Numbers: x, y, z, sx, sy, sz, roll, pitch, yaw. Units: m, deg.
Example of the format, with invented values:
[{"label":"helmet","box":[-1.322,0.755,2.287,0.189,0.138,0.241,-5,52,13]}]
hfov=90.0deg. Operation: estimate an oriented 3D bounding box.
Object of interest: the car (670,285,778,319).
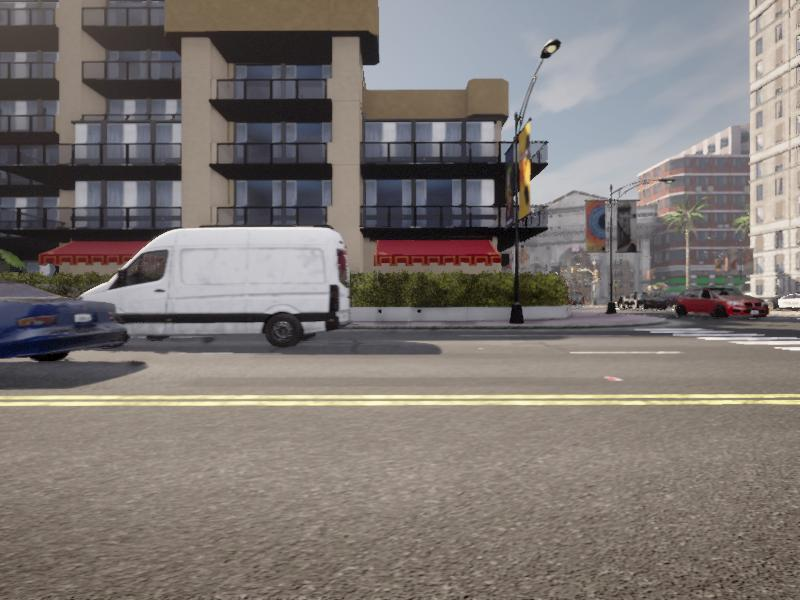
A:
[{"label":"car","box":[17.450,0.117,21.938,2.242,1.667,4.611,0,0,1]}]

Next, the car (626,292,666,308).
[{"label":"car","box":[29.087,-0.013,47.536,1.932,1.855,4.605,0,1,1]}]

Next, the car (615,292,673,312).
[{"label":"car","box":[21.013,0.122,34.747,1.930,1.638,5.238,0,0,0]}]

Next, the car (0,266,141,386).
[{"label":"car","box":[-7.042,0.315,5.731,5.357,1.411,2.033,0,0,0]}]

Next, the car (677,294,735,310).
[{"label":"car","box":[29.037,0.175,38.192,1.837,1.490,4.892,0,0,0]}]

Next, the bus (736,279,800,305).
[{"label":"bus","box":[62.944,-1.293,66.707,10.273,4.253,3.944,0,0,1]}]

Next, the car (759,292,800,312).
[{"label":"car","box":[32.499,0.148,32.638,2.038,1.542,4.974,0,0,0]}]

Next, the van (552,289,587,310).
[{"label":"van","box":[17.560,-0.041,41.647,1.775,1.987,4.442,0,0,0]}]

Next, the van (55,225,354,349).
[{"label":"van","box":[-4.147,-0.264,9.232,5.915,2.561,1.988,0,0,0]}]
